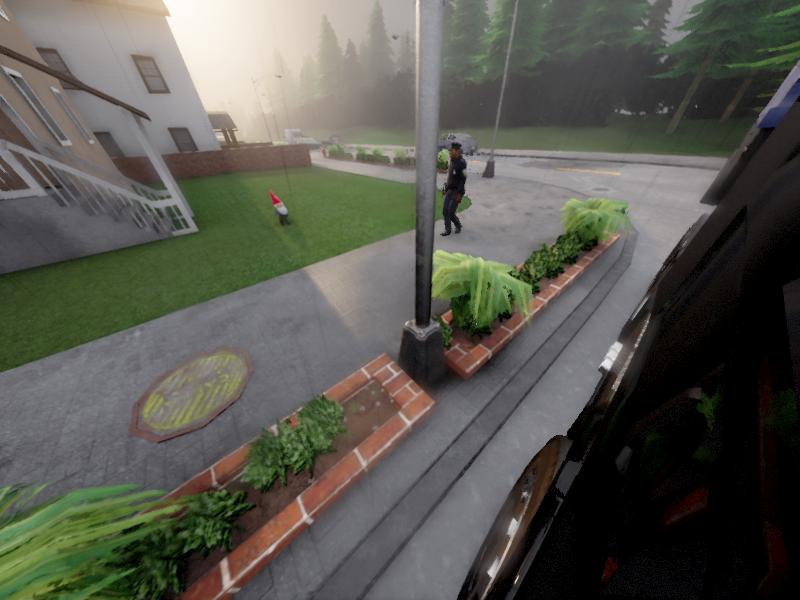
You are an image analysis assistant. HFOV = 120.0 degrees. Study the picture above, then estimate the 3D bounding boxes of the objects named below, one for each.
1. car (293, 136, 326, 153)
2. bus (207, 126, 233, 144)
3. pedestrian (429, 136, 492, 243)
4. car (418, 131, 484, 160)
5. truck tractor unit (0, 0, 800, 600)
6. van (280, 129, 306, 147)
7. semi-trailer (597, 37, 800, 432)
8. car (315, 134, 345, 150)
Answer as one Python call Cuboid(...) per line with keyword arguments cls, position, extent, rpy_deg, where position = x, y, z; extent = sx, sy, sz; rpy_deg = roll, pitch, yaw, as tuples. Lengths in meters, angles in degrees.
Cuboid(cls="car", position=(-11.709, -20.032, 29.680), extent=(1.930, 1.638, 5.238), rpy_deg=(-27, 43, -29))
Cuboid(cls="bus", position=(-58.519, -53.489, 75.039), extent=(3.944, 4.253, 10.273), rpy_deg=(-28, 44, -30))
Cuboid(cls="pedestrian", position=(1.181, -2.291, 4.861), extent=(0.751, 1.860, 0.751), rpy_deg=(-20, 40, -22))
Cuboid(cls="car", position=(3.983, -12.769, 19.012), extent=(2.152, 1.651, 5.027), rpy_deg=(-27, 43, -29))
Cuboid(cls="truck tractor unit", position=(2.645, -0.295, 0.351), extent=(6.516, 4.208, 3.053), rpy_deg=(-28, 44, -30))
Cuboid(cls="van", position=(-19.489, -29.407, 41.904), extent=(1.988, 2.561, 5.915), rpy_deg=(-28, 44, -29))
Cuboid(cls="semi-trailer", position=(8.726, -3.595, 4.187), extent=(14.254, 4.402, 2.717), rpy_deg=(-28, 44, -29))
Cuboid(cls="car", position=(-9.842, -22.235, 32.498), extent=(2.033, 1.649, 4.856), rpy_deg=(-26, 43, -28))
